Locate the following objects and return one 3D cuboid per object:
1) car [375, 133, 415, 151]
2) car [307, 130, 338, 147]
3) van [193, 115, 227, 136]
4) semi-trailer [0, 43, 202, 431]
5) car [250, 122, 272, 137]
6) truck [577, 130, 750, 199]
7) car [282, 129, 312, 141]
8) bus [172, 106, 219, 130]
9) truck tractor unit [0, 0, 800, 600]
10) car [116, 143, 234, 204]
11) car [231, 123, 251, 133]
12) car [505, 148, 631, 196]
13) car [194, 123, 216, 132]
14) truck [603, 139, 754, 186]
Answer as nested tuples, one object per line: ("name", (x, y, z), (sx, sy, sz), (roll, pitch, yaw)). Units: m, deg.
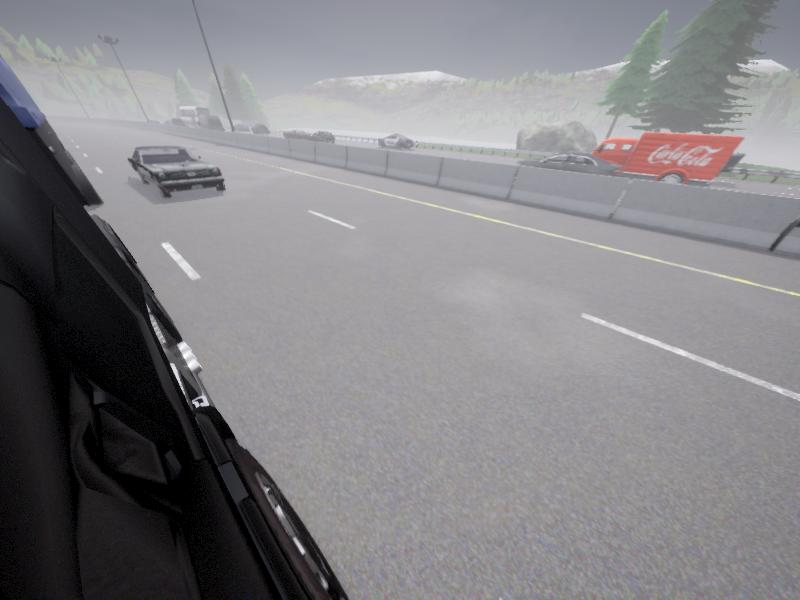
("car", (-0.681, -19.834, 28.870), (4.974, 1.542, 2.038), (31, 45, 32))
("car", (-9.479, -19.645, 28.110), (1.816, 1.474, 4.193), (-25, 45, -32))
("van", (-30.978, -28.411, 37.600), (5.915, 2.561, 1.988), (28, 44, 30))
("semi-trailer", (-8.700, -3.601, 4.232), (14.254, 4.402, 2.717), (28, 44, 30))
("car", (-25.409, -31.132, 42.148), (1.932, 1.855, 4.605), (-25, 46, -32))
("truck", (13.321, -7.481, 12.434), (5.204, 2.467, 2.627), (28, 44, 30))
("car", (-15.903, -25.329, 35.461), (4.718, 1.301, 1.895), (28, 44, 30))
("bus", (-49.365, -43.948, 55.794), (10.273, 4.253, 3.944), (24, 42, 25))
("truck tractor unit", (-2.645, -0.295, 0.352), (6.516, 4.208, 3.053), (28, 44, 30))
("car", (-8.455, -4.931, 8.637), (4.718, 1.301, 1.895), (28, 44, 30))
("car", (-35.826, -38.778, 52.024), (4.514, 1.525, 2.007), (28, 44, 30))
("car", (8.542, -6.896, 12.152), (4.902, 1.511, 2.128), (28, 44, 30))
("car", (-40.212, -35.553, 47.615), (4.718, 1.301, 1.895), (28, 43, 30))
("truck", (18.797, -9.876, 16.291), (6.274, 2.098, 2.390), (28, 44, 30))
